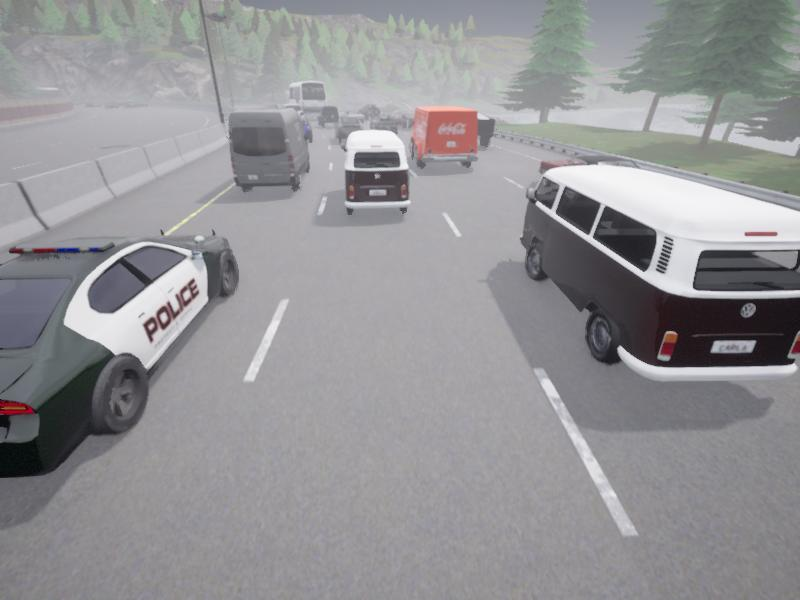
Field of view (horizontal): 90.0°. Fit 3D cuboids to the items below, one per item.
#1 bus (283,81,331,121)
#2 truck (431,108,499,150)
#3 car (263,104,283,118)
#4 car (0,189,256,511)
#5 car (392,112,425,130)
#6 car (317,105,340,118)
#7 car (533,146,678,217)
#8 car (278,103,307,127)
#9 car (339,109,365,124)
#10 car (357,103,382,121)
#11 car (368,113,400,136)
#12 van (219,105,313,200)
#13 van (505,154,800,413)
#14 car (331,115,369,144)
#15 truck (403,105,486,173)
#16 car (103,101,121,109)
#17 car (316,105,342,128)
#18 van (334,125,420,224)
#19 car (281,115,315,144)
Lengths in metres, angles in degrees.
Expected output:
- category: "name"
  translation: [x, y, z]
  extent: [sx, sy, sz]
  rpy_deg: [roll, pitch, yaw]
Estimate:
- category: "bus"
  translation: [-12.224, -25.833, 51.879]
  extent: [3.944, 4.253, 10.273]
  rpy_deg: [-10, 29, -20]
- category: "truck"
  translation: [4.010, -11.356, 26.280]
  extent: [2.390, 2.098, 6.274]
  rpy_deg: [-5, 28, -9]
- category: "car"
  translation: [-18.031, -26.795, 56.598]
  extent: [1.851, 1.617, 3.988]
  rpy_deg: [-12, 30, -22]
- category: "car"
  translation: [-3.698, -0.100, 5.080]
  extent: [2.038, 1.542, 4.974]
  rpy_deg: [-1, 27, -2]
- category: "car"
  translation: [0.729, -17.348, 38.736]
  extent: [1.895, 1.301, 4.718]
  rpy_deg: [-7, 28, -14]
- category: "car"
  translation: [-9.969, -26.361, 55.879]
  extent: [2.007, 1.525, 4.514]
  rpy_deg: [-11, 29, -20]
- category: "car"
  translation: [6.211, -3.992, 12.916]
  extent: [1.895, 1.301, 4.718]
  rpy_deg: [-2, 27, -5]
- category: "car"
  translation: [-11.223, -19.200, 41.445]
  extent: [2.150, 2.045, 5.566]
  rpy_deg: [-9, 28, -17]
- category: "car"
  translation: [-5.506, -21.064, 45.900]
  extent: [1.895, 1.301, 4.718]
  rpy_deg: [-9, 29, -17]
- category: "car"
  translation: [-3.930, -24.003, 50.958]
  extent: [1.932, 1.855, 4.605]
  rpy_deg: [-10, 29, -19]
- category: "car"
  translation: [-1.421, -14.872, 33.742]
  extent: [1.816, 1.474, 4.193]
  rpy_deg: [-6, 28, -12]
- category: "van"
  translation: [-4.610, -5.742, 14.904]
  extent: [1.988, 2.561, 5.915]
  rpy_deg: [-3, 28, -6]
- category: "van"
  translation: [3.269, -0.745, 5.806]
  extent: [2.069, 2.038, 4.480]
  rpy_deg: [-1, 27, -2]
- category: "car"
  translation: [-3.656, -12.271, 28.659]
  extent: [2.128, 1.511, 4.902]
  rpy_deg: [-5, 28, -10]
- category: "truck"
  translation: [1.831, -7.781, 18.955]
  extent: [2.627, 2.467, 5.204]
  rpy_deg: [-3, 28, -7]
- category: "car"
  translation: [-60.230, -40.746, 83.584]
  extent: [2.007, 1.525, 4.514]
  rpy_deg: [-23, 35, -37]
- category: "car"
  translation: [-7.134, -18.447, 40.183]
  extent: [1.905, 1.878, 3.866]
  rpy_deg: [-8, 29, -15]
- category: "van"
  translation: [-0.764, -3.979, 12.054]
  extent: [2.069, 2.038, 4.480]
  rpy_deg: [-2, 28, -5]
- category: "car"
  translation: [-7.192, -12.174, 28.439]
  extent: [2.007, 1.525, 4.514]
  rpy_deg: [-6, 28, -11]
